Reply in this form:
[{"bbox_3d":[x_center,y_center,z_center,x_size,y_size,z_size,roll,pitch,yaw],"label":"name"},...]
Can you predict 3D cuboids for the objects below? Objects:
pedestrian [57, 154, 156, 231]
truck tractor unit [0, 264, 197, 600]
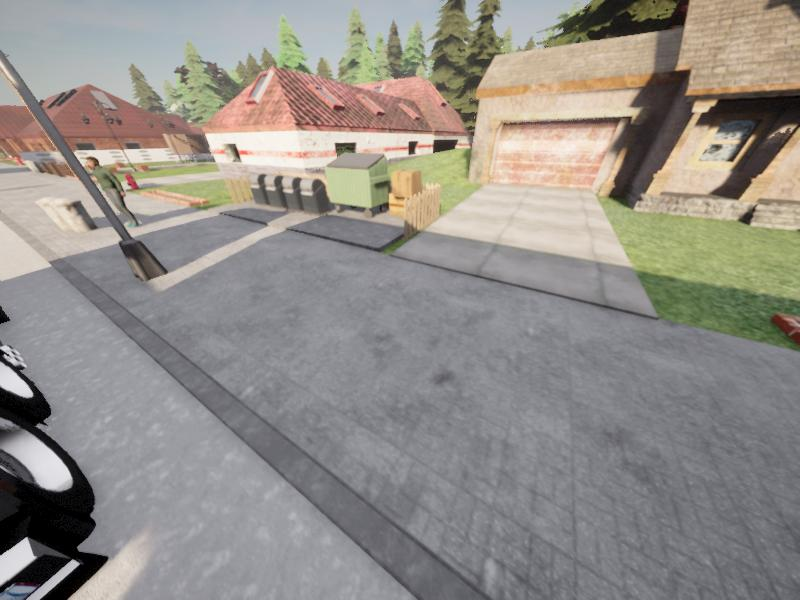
[{"bbox_3d":[-8.172,-3.028,6.557,0.751,1.860,0.751,9,36,13],"label":"pedestrian"},{"bbox_3d":[-5.109,-0.303,0.779,6.516,4.208,3.053,18,39,24],"label":"truck tractor unit"}]
